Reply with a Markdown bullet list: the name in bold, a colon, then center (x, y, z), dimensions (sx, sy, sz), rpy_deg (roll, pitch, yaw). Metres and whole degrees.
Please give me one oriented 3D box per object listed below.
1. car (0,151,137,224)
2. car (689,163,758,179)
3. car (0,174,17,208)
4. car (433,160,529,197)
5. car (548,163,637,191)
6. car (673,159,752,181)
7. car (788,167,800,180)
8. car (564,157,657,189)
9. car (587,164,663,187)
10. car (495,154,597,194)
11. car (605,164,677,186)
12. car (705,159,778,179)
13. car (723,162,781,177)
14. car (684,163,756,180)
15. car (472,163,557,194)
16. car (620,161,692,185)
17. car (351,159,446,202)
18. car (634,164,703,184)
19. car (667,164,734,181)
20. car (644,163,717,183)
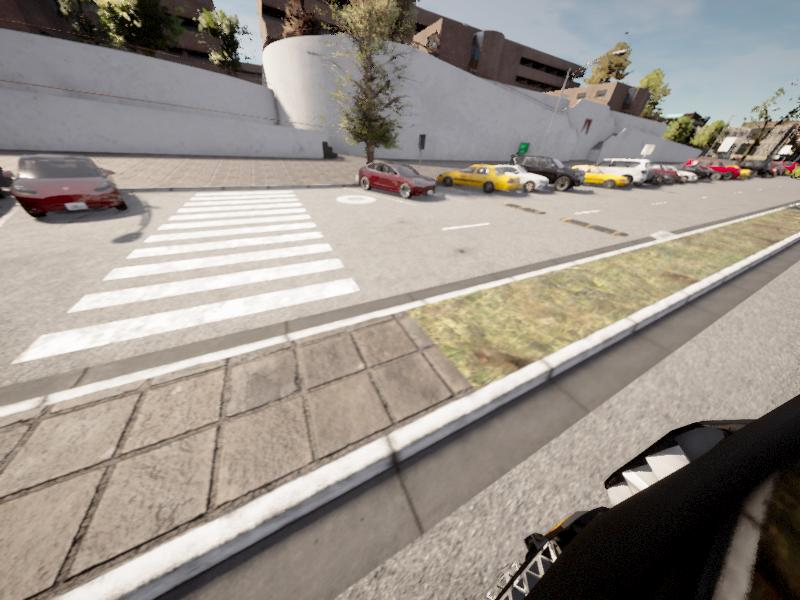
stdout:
- **car**: center (-10.939, -3.965, 7.699), dimensions (4.792, 1.488, 2.163), rpy_deg (29, 41, 34)
- **car**: center (45.170, -18.180, 32.485), dimensions (5.366, 1.575, 1.946), rpy_deg (28, 42, 34)
- **car**: center (-13.642, -3.311, 6.525), dimensions (4.674, 1.452, 2.002), rpy_deg (29, 41, 34)
- **car**: center (4.970, -7.988, 14.925), dimensions (5.366, 1.575, 1.946), rpy_deg (29, 41, 34)
- **car**: center (15.964, -10.495, 19.453), dimensions (5.366, 1.575, 1.946), rpy_deg (28, 41, 34)
- **car**: center (39.982, -16.932, 29.907), dimensions (5.566, 2.045, 2.435), rpy_deg (28, 41, 34)
- **car**: center (60.512, -18.787, 34.319), dimensions (4.892, 1.490, 1.837), rpy_deg (-14, 37, -23)
- **car**: center (18.496, -11.458, 20.609), dimensions (5.566, 2.045, 2.435), rpy_deg (28, 42, 34)
- **car**: center (21.164, -11.900, 21.934), dimensions (4.792, 1.488, 2.163), rpy_deg (28, 42, 34)
- **car**: center (10.504, -9.431, 17.049), dimensions (5.566, 2.045, 2.435), rpy_deg (29, 41, 34)
- **car**: center (23.874, -12.562, 23.104), dimensions (4.674, 1.452, 2.002), rpy_deg (28, 41, 34)
- **car**: center (50.646, -19.692, 34.591), dimensions (5.566, 2.045, 2.435), rpy_deg (28, 42, 34)
- **car**: center (56.047, -20.925, 36.968), dimensions (4.553, 1.767, 2.185), rpy_deg (28, 42, 34)
- **car**: center (42.768, -17.351, 31.115), dimensions (5.366, 1.575, 1.946), rpy_deg (28, 41, 34)
- **car**: center (7.786, -8.541, 16.039), dimensions (4.674, 1.452, 2.002), rpy_deg (28, 41, 34)
- **car**: center (26.535, -13.398, 24.193), dimensions (4.553, 1.767, 2.185), rpy_deg (28, 41, 34)
- **car**: center (-0.228, -6.573, 12.453), dimensions (4.792, 1.488, 2.163), rpy_deg (29, 41, 34)
- **car**: center (29.231, -13.936, 25.432), dimensions (4.674, 1.452, 2.002), rpy_deg (28, 41, 34)
- **car**: center (37.294, -16.007, 28.897), dimensions (4.792, 1.488, 2.163), rpy_deg (28, 42, 34)
- **car**: center (31.915, -14.654, 26.565), dimensions (5.008, 1.535, 2.097), rpy_deg (28, 42, 34)
